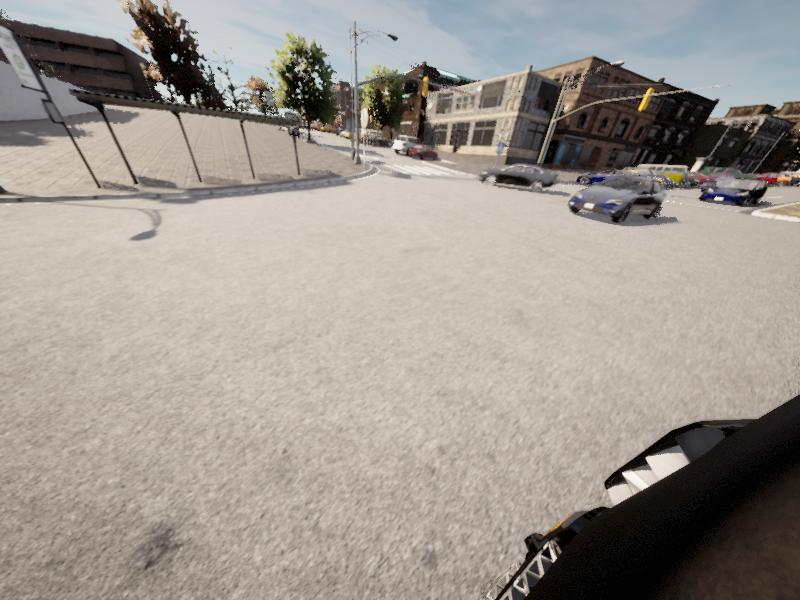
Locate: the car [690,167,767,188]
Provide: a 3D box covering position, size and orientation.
[{"bbox_3d":[44.189,-16.789,31.394,2.435,2.045,5.566,-25,41,-37],"label":"car"}]

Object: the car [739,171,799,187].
[{"bbox_3d":[58.130,-19.278,36.612,2.185,1.767,4.553,-24,41,-35],"label":"car"}]

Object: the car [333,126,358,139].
[{"bbox_3d":[-10.862,-33.457,46.216,2.002,1.452,4.674,30,41,27],"label":"car"}]

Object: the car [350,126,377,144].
[{"bbox_3d":[-6.273,-28.539,40.050,1.878,1.987,4.442,31,41,27],"label":"car"}]

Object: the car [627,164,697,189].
[{"bbox_3d":[27.735,-13.310,24.716,4.442,1.987,1.878,29,40,35],"label":"car"}]

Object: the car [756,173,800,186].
[{"bbox_3d":[66.427,-20.721,39.750,1.946,1.575,5.366,-23,40,-35],"label":"car"}]

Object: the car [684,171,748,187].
[{"bbox_3d":[41.381,-16.002,30.486,2.002,1.452,4.674,-26,42,-37],"label":"car"}]

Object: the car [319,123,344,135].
[{"bbox_3d":[-15.394,-38.627,52.211,1.946,1.575,5.366,30,41,26],"label":"car"}]

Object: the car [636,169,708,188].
[{"bbox_3d":[30.372,-13.759,26.048,4.892,1.521,2.231,29,41,36],"label":"car"}]

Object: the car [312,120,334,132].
[{"bbox_3d":[-18.671,-42.024,55.925,2.185,1.767,4.553,29,40,26],"label":"car"}]

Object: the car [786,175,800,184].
[{"bbox_3d":[77.821,-22.524,43.459,2.097,1.535,5.008,-23,40,-35],"label":"car"}]

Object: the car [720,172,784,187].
[{"bbox_3d":[52.510,-18.170,34.671,2.097,1.535,5.008,-25,41,-36],"label":"car"}]

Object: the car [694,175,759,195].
[{"bbox_3d":[30.845,-10.935,21.836,5.357,1.411,2.033,-12,36,-22],"label":"car"}]

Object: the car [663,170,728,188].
[{"bbox_3d":[35.864,-14.883,28.306,2.002,1.452,4.674,-26,42,-38],"label":"car"}]

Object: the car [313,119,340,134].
[{"bbox_3d":[-17.059,-40.427,53.881,2.435,2.045,5.566,30,41,26],"label":"car"}]

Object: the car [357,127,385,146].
[{"bbox_3d":[-4.732,-26.842,38.071,1.878,1.987,4.442,31,41,27],"label":"car"}]

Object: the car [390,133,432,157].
[{"bbox_3d":[1.495,-20.148,30.251,2.435,2.045,5.566,30,41,27],"label":"car"}]

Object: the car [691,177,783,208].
[{"bbox_3d":[22.383,-7.248,15.368,4.792,1.488,2.163,-13,36,-23],"label":"car"}]

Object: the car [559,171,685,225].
[{"bbox_3d":[8.657,-4.043,9.050,4.193,1.474,1.816,-13,37,-26],"label":"car"}]

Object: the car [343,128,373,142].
[{"bbox_3d":[-7.652,-30.176,42.365,1.946,1.575,5.366,30,41,27],"label":"car"}]

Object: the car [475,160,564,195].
[{"bbox_3d":[8.003,-8.435,15.730,4.902,1.511,2.128,20,36,22],"label":"car"}]

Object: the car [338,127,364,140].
[{"bbox_3d":[-9.307,-31.764,44.244,2.002,1.452,4.674,31,41,27],"label":"car"}]

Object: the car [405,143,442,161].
[{"bbox_3d":[2.985,-18.212,28.429,2.002,1.452,4.674,30,41,27],"label":"car"}]

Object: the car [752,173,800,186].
[{"bbox_3d":[63.736,-20.168,38.677,2.097,1.535,5.008,-23,40,-35],"label":"car"}]

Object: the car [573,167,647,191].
[{"bbox_3d":[19.447,-11.399,21.570,4.792,1.488,2.163,28,41,35],"label":"car"}]

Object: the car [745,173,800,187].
[{"bbox_3d":[60.930,-19.670,37.680,2.231,1.521,4.892,-24,41,-35],"label":"car"}]

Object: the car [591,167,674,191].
[{"bbox_3d":[22.333,-11.879,22.472,5.366,1.575,1.946,29,40,35],"label":"car"}]

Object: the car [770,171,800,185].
[{"bbox_3d":[69.457,-21.259,40.408,1.878,1.987,4.442,-23,40,-35],"label":"car"}]

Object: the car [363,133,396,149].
[{"bbox_3d":[-3.164,-25.013,36.304,2.231,1.521,4.892,30,41,27],"label":"car"}]

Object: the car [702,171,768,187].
[{"bbox_3d":[46.933,-17.128,32.606,2.097,1.535,5.008,-25,41,-37],"label":"car"}]

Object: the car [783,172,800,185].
[{"bbox_3d":[75.093,-22.199,42.317,1.878,1.987,4.442,-23,40,-35],"label":"car"}]

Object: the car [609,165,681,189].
[{"bbox_3d":[24.899,-12.680,23.700,4.553,1.767,2.185,29,40,35],"label":"car"}]

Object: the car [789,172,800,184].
[{"bbox_3d":[80.623,-23.212,44.286,2.435,2.045,5.566,-23,40,-34],"label":"car"}]

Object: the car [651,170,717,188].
[{"bbox_3d":[33.114,-14.304,27.185,2.002,1.452,4.674,-27,42,-38],"label":"car"}]

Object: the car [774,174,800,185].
[{"bbox_3d":[72.164,-21.574,41.588,2.163,1.488,4.792,-23,40,-34],"label":"car"}]

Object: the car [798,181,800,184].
[{"bbox_3d":[83.448,-23.456,45.355,2.097,1.535,5.008,-23,40,-35],"label":"car"}]
